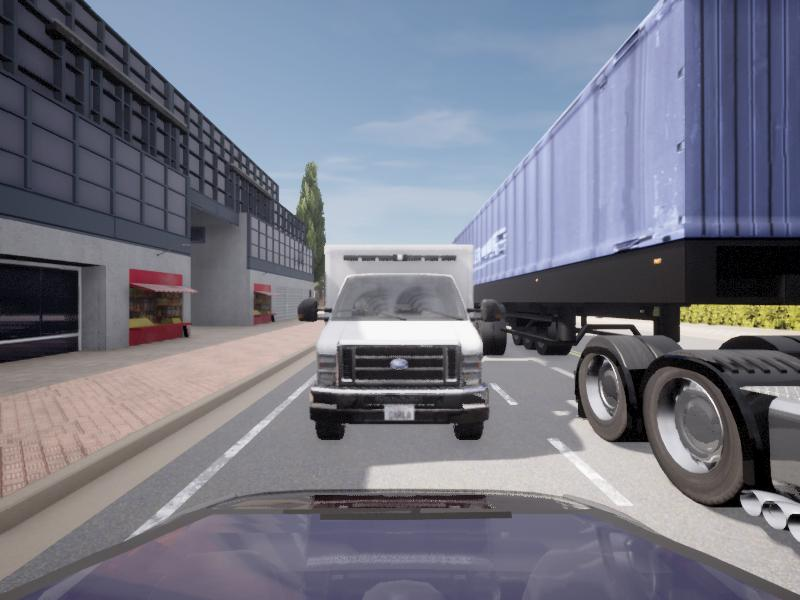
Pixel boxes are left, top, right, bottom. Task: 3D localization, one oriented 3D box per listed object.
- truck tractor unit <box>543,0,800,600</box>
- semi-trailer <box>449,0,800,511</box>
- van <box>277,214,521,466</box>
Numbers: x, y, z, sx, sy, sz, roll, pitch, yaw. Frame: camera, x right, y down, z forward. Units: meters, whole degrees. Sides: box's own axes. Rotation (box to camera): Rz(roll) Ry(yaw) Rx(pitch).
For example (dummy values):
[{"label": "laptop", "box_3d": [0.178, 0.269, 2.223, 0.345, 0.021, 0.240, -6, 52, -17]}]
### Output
[{"label": "truck tractor unit", "box_3d": [3.498, -0.515, 2.245, 3.053, 4.208, 6.516, 0, 0, 0]}, {"label": "semi-trailer", "box_3d": [3.492, -0.618, 10.157, 2.717, 4.402, 14.254, 0, 0, 0]}, {"label": "van", "box_3d": [-0.007, 0.378, 7.047, 2.351, 2.431, 6.366, 0, 0, 0]}]
